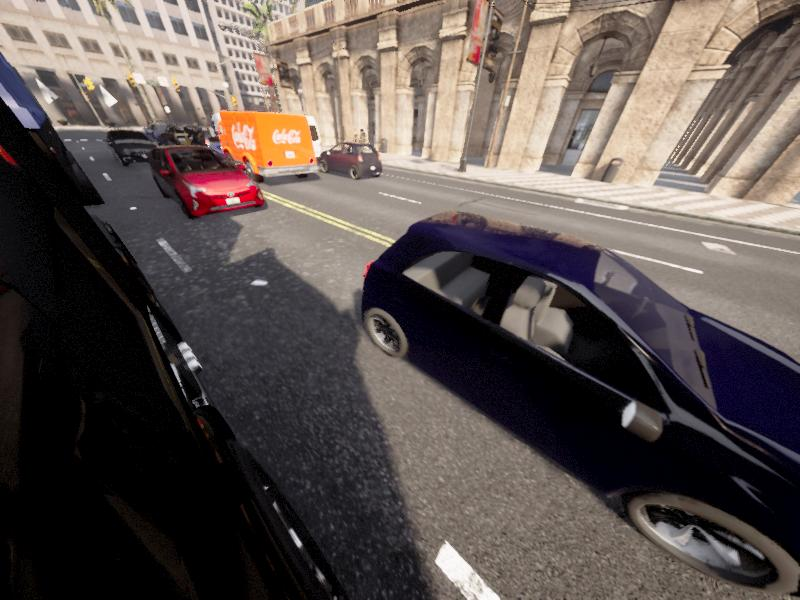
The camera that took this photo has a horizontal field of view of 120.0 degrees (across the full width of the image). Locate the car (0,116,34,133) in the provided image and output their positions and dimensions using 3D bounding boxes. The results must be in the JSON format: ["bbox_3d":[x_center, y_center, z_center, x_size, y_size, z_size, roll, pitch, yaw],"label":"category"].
[{"bbox_3d":[-44.283,-19.444,25.513,1.970,1.475,3.806,28,44,30],"label":"car"}]

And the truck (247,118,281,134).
[{"bbox_3d":[-28.598,-36.687,48.820,2.627,2.467,5.204,29,44,30],"label":"truck"}]

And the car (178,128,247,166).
[{"bbox_3d":[-11.703,-9.614,14.416,3.988,1.617,1.851,29,44,30],"label":"car"}]

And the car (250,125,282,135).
[{"bbox_3d":[-26.856,-34.250,46.502,2.163,1.488,4.792,29,44,30],"label":"car"}]

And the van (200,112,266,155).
[{"bbox_3d":[-13.979,-13.994,19.352,5.915,2.561,1.988,29,44,30],"label":"van"}]

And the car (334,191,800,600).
[{"bbox_3d":[1.363,0.222,2.183,3.633,1.501,1.845,28,44,30],"label":"car"}]

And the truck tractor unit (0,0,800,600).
[{"bbox_3d":[-2.645,-0.295,0.351,6.516,4.208,3.053,28,44,30],"label":"truck tractor unit"}]

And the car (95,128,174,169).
[{"bbox_3d":[-14.731,-8.465,12.770,4.892,1.490,1.837,29,44,30],"label":"car"}]

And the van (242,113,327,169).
[{"bbox_3d":[-7.610,-10.527,15.133,5.915,2.561,1.988,29,44,30],"label":"van"}]

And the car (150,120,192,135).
[{"bbox_3d":[-34.486,-26.024,34.870,1.851,1.617,3.988,29,44,30],"label":"car"}]

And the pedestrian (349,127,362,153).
[{"bbox_3d":[-4.002,-14.485,20.947,0.751,1.860,0.751,30,44,31],"label":"pedestrian"}]

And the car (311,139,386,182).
[{"bbox_3d":[-2.701,-7.445,12.178,3.633,1.501,1.845,28,44,30],"label":"car"}]

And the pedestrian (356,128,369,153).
[{"bbox_3d":[-3.435,-14.683,21.249,0.751,1.860,0.751,27,43,29],"label":"pedestrian"}]

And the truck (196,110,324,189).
[{"bbox_3d":[-6.393,-7.079,10.654,5.204,2.467,2.627,29,44,30],"label":"truck"}]

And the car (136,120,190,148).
[{"bbox_3d":[-21.074,-14.769,20.537,4.553,1.767,2.097,29,44,30],"label":"car"}]

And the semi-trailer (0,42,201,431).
[{"bbox_3d":[-8.687,-3.616,4.235,14.254,4.402,2.717,28,44,30],"label":"semi-trailer"}]

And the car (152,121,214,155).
[{"bbox_3d":[-16.460,-12.314,17.487,4.605,1.855,1.932,28,44,30],"label":"car"}]

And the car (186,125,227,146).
[{"bbox_3d":[-19.457,-16.539,23.237,3.633,1.501,1.845,29,44,30],"label":"car"}]

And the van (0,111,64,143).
[{"bbox_3d":[-30.946,-14.552,19.426,4.442,1.987,1.775,24,41,25],"label":"van"}]

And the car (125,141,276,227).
[{"bbox_3d":[-6.107,-3.782,7.048,4.514,1.525,2.007,28,44,30],"label":"car"}]
